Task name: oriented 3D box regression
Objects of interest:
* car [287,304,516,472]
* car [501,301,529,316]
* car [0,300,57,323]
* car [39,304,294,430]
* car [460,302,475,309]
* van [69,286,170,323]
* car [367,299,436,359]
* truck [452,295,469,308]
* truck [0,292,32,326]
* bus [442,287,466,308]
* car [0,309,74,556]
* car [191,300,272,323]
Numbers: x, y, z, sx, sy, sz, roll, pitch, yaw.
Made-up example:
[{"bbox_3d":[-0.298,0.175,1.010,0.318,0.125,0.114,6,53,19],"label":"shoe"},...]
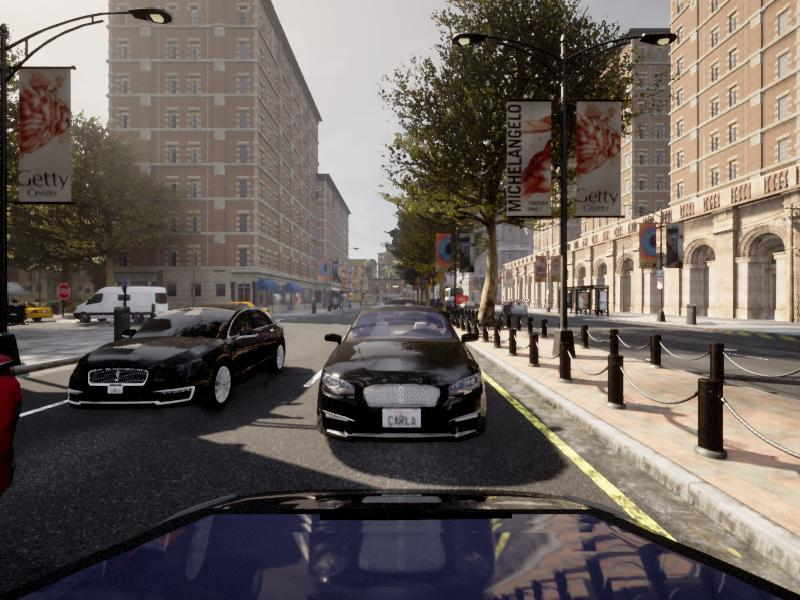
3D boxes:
[{"bbox_3d":[0.023,0.836,6.166,2.128,1.511,4.902,0,0,0],"label":"car"},{"bbox_3d":[11.640,0.828,40.717,1.845,1.501,3.633,0,0,0],"label":"car"},{"bbox_3d":[-28.277,0.801,28.894,5.366,1.575,1.801,0,0,-1],"label":"car"},{"bbox_3d":[-3.503,0.845,7.333,1.837,1.490,4.892,0,0,0],"label":"car"},{"bbox_3d":[11.736,0.942,70.013,1.895,1.301,4.718,0,0,0],"label":"car"},{"bbox_3d":[-20.213,0.322,29.025,5.915,2.561,1.988,0,0,-2],"label":"van"},{"bbox_3d":[0.043,0.788,12.806,1.851,1.617,3.988,0,0,0],"label":"car"},{"bbox_3d":[11.763,0.355,78.047,2.627,2.467,5.204,0,0,0],"label":"truck"},{"bbox_3d":[-27.467,0.542,25.350,6.274,2.098,2.390,0,0,2],"label":"truck"},{"bbox_3d":[11.676,-0.538,88.180,3.944,4.253,10.273,0,0,0],"label":"bus"},{"bbox_3d":[-3.495,0.828,0.791,2.007,1.525,4.514,0,0,0],"label":"car"},{"bbox_3d":[-12.341,0.801,29.645,5.366,1.575,1.801,0,0,-19],"label":"car"}]
